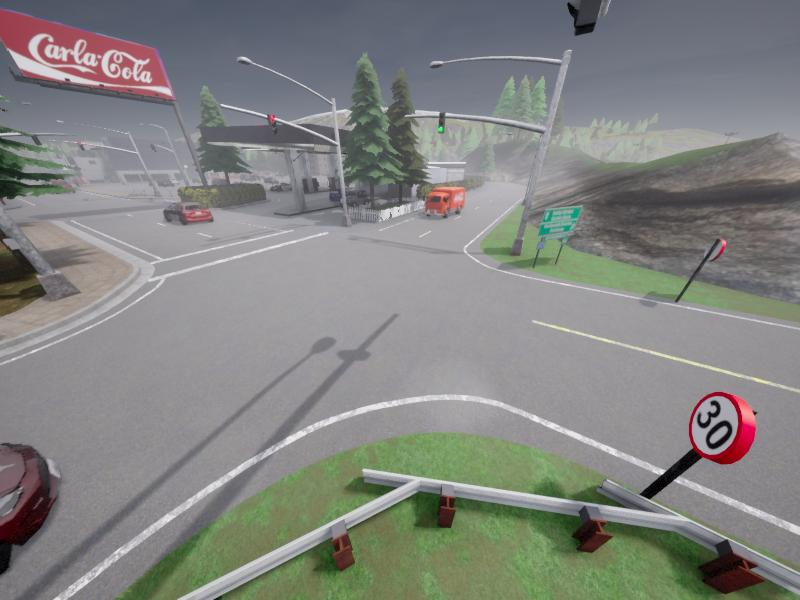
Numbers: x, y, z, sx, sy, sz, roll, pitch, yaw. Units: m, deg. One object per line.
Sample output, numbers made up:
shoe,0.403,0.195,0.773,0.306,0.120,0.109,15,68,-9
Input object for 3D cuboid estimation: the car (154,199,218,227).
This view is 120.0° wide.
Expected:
car,-18.362,-7.600,19.872,4.611,1.667,2.242,16,32,26

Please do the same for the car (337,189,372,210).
car,-5.367,-12.080,27.650,1.905,1.878,3.866,16,34,26

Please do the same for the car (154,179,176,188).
car,-54.495,-27.084,53.607,4.514,1.523,2.007,16,34,26

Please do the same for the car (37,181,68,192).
car,-66.476,-21.721,44.165,4.611,1.667,2.242,16,34,26

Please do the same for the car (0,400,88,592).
car,-6.486,3.228,1.526,2.163,1.488,4.792,17,34,26

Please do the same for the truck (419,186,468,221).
truck,4.436,-9.731,22.979,2.627,2.467,5.204,19,35,29

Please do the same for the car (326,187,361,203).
car,-8.082,-15.233,33.445,2.242,1.667,4.611,16,34,26

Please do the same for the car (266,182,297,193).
car,-23.524,-22.541,46.109,2.038,1.542,4.974,16,34,26
